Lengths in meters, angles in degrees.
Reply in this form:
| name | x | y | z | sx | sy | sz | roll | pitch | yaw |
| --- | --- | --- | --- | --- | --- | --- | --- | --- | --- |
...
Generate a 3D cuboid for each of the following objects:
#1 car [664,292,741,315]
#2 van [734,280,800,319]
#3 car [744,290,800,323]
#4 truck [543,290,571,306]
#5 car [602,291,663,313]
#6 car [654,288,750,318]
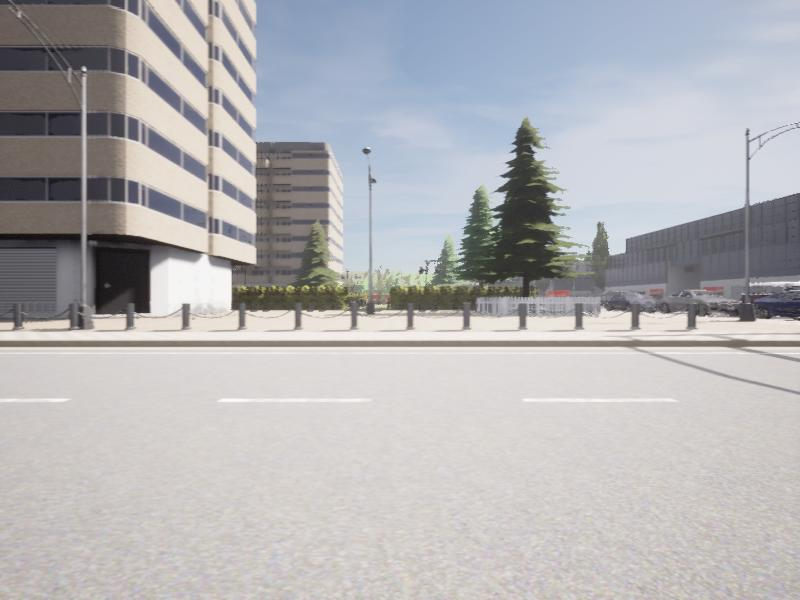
| name | x | y | z | sx | sy | sz | roll | pitch | yaw |
| --- | --- | --- | --- | --- | --- | --- | --- | --- | --- |
| car | 21.976 | 0.217 | 29.397 | 1.882 | 1.535 | 5.008 | 0 | 0 | 0 |
| van | 21.976 | -0.035 | 22.799 | 2.069 | 2.038 | 4.480 | 0 | 0 | 0 |
| car | 18.432 | 0.265 | 18.062 | 1.812 | 1.442 | 4.674 | 0 | 0 | 1 |
| truck | 25.445 | -0.252 | 65.119 | 2.627 | 2.467 | 5.204 | 0 | 0 | 0 |
| car | 18.472 | 0.173 | 32.087 | 2.033 | 1.649 | 4.856 | 0 | 0 | 0 |
| car | 18.481 | 0.176 | 24.862 | 2.152 | 1.651 | 5.027 | 0 | 0 | 0 |
